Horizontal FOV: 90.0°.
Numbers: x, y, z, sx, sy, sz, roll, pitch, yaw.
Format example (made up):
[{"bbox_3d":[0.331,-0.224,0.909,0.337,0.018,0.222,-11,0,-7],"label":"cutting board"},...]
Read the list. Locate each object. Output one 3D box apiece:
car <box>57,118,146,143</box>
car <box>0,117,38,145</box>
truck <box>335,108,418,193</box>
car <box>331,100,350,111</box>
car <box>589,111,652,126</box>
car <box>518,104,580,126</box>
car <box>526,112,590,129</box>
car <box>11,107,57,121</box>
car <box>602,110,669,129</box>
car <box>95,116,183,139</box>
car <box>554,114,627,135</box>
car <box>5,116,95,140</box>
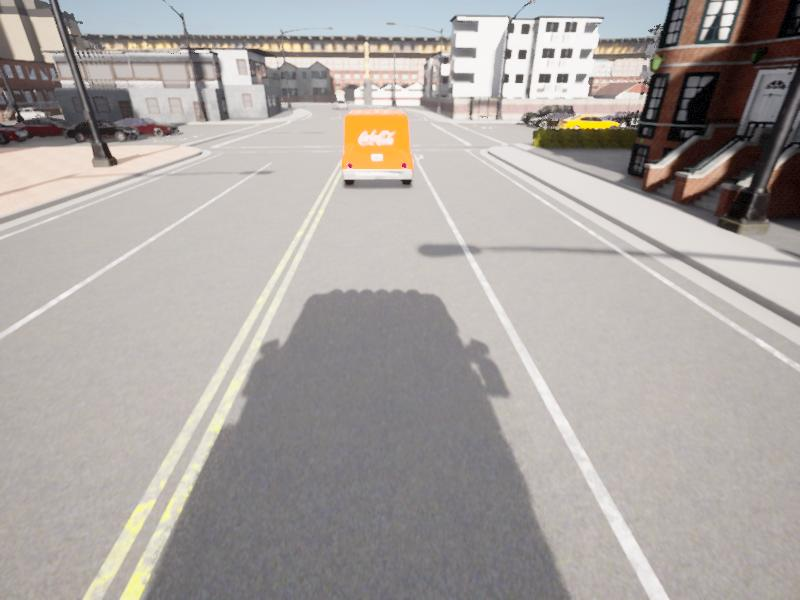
[{"bbox_3d":[-21.396,-12.218,28.853,4.674,1.442,1.812,-2,27,-3],"label":"car"},{"bbox_3d":[-29.343,-11.952,28.364,4.856,1.649,2.033,-3,27,-3],"label":"car"},{"bbox_3d":[-0.869,-5.995,15.523,2.627,2.467,5.204,-1,27,-2],"label":"truck"},{"bbox_3d":[-9.840,-32.291,66.302,1.812,1.442,4.674,-11,31,-20],"label":"car"},{"bbox_3d":[23.723,-19.589,43.200,5.357,1.411,2.033,0,27,0],"label":"car"},{"bbox_3d":[15.886,-19.853,42.951,5.566,2.045,2.150,-1,27,-1],"label":"car"},{"bbox_3d":[15.717,-17.957,39.988,5.357,1.411,2.033,-1,27,-1],"label":"car"},{"bbox_3d":[-48.849,-24.824,53.438,3.806,1.475,1.970,-3,27,-3],"label":"car"},{"bbox_3d":[23.467,-18.085,40.013,5.238,1.638,1.930,0,27,0],"label":"car"},{"bbox_3d":[-20.724,-13.834,32.018,5.357,1.411,2.033,-2,27,-3],"label":"car"},{"bbox_3d":[15.945,-14.800,33.711,5.008,1.535,1.882,0,27,-1],"label":"car"},{"bbox_3d":[-27.509,-13.585,31.614,4.792,1.488,2.163,-3,27,-3],"label":"car"}]
